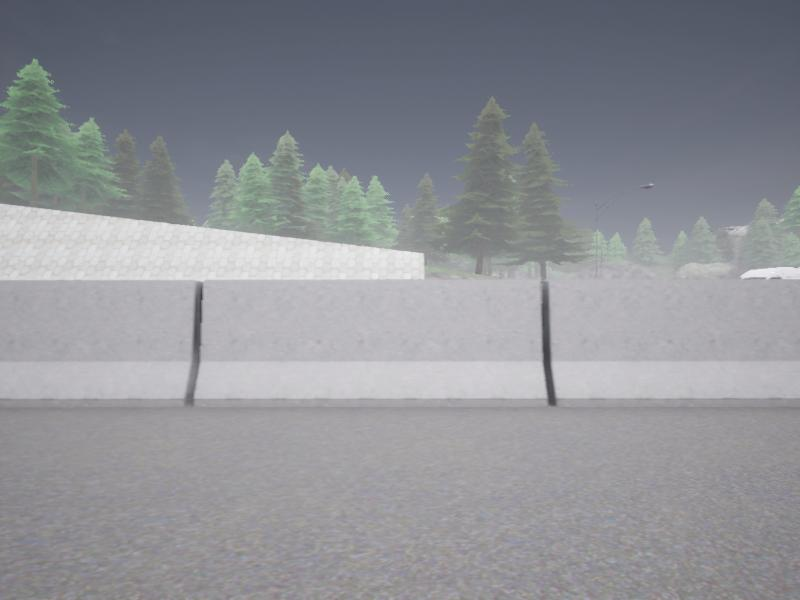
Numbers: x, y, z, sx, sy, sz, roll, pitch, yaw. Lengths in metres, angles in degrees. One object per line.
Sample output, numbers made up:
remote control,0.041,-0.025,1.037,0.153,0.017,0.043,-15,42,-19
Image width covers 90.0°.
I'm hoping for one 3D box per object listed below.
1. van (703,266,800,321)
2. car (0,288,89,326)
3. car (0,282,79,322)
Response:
van,18.632,-0.301,19.703,5.915,2.561,1.988,0,0,0
car,-15.383,0.275,16.200,4.193,1.474,1.816,0,0,0
car,-18.872,0.080,19.702,4.605,1.855,1.932,0,0,0
